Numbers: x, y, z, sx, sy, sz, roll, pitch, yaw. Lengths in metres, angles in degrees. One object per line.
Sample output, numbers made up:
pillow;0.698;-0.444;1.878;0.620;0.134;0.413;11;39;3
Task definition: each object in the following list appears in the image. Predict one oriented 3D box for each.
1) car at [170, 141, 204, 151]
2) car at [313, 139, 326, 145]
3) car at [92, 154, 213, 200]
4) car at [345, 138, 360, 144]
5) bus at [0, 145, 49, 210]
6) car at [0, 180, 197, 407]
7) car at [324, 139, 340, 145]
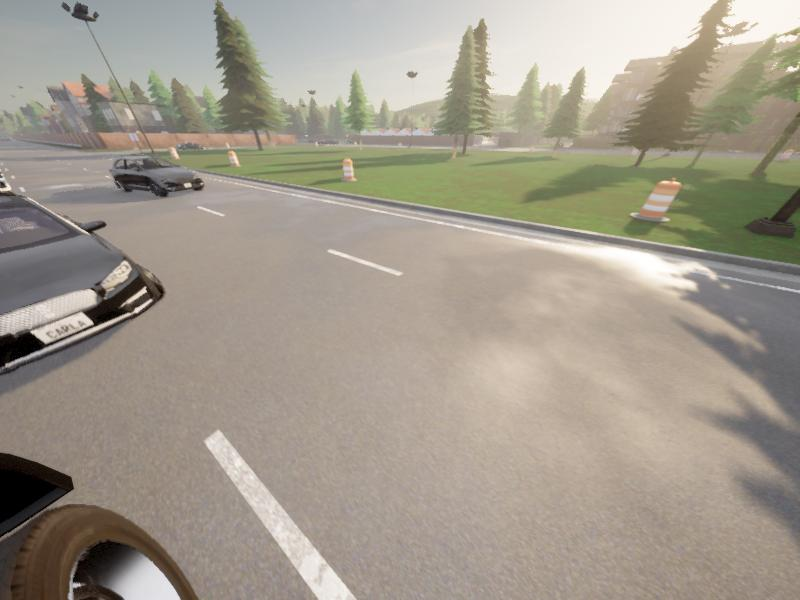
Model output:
car;-38.348;-27.807;41.656;1.970;1.475;3.806;14;38;19
car;-25.799;-50.670;74.083;3.806;1.475;1.970;22;41;27
car;-11.380;-5.790;10.724;4.193;1.474;1.816;13;37;17
car;-16.210;-54.411;79.001;4.605;1.855;1.932;22;41;27
bus;-19.351;-6.295;8.988;10.273;4.253;3.944;22;41;27
car;-5.780;-0.599;3.398;4.902;1.511;2.128;18;41;25
car;-22.264;-51.826;75.691;4.902;1.511;2.128;22;41;27
